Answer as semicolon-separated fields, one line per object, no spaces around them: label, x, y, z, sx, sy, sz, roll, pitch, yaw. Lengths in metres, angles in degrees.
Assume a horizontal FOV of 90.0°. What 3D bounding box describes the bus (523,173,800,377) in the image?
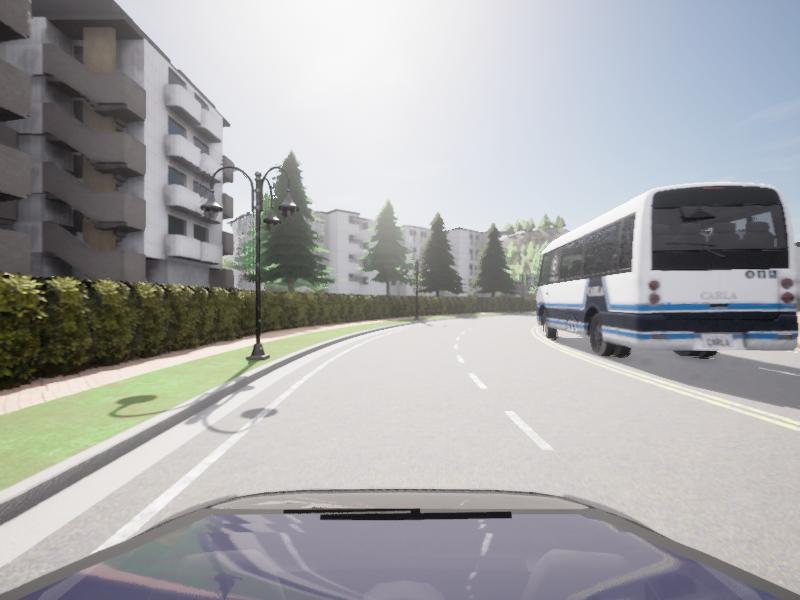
bus;7.268;-0.491;13.582;3.944;4.253;10.273;-1;0;6
